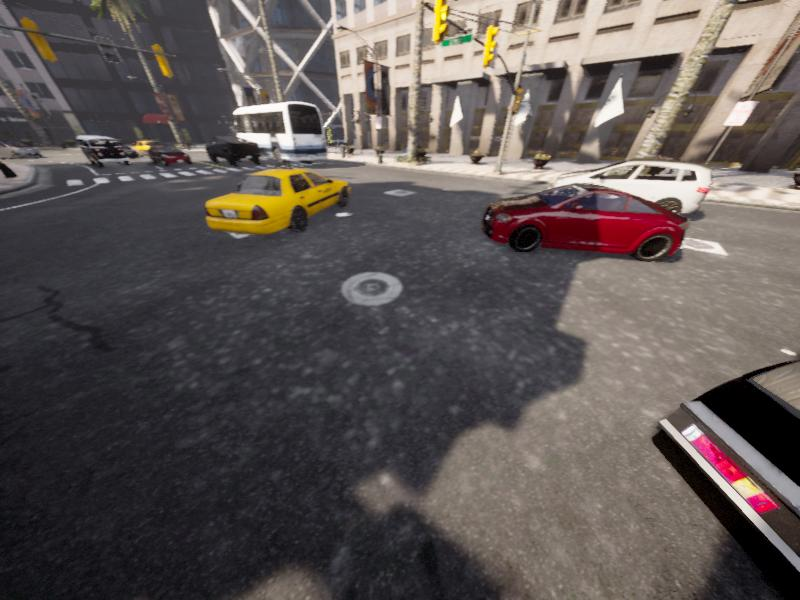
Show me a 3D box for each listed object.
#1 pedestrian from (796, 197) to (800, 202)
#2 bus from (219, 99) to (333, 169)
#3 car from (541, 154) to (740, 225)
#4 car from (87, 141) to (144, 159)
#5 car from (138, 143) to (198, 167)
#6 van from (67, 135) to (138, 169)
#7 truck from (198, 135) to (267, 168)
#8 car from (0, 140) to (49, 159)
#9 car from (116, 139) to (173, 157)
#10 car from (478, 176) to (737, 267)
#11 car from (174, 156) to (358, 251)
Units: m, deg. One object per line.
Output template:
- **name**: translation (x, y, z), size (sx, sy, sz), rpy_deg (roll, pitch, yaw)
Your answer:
- **pedestrian**: translation (16.941, -4.417, 8.965), size (0.751, 1.300, 0.751), rpy_deg (8, 36, 10)
- **bus**: translation (-11.241, -14.890, 20.956), size (10.273, 4.253, 3.944), rpy_deg (25, 42, 30)
- **car**: translation (8.493, -4.460, 8.873), size (4.611, 1.667, 2.242), rpy_deg (26, 43, 31)
- **car**: translation (-30.020, -15.886, 24.431), size (3.806, 1.475, 1.970), rpy_deg (11, 37, 14)
- **car**: translation (-20.224, -12.721, 20.149), size (4.792, 1.488, 2.163), rpy_deg (23, 41, 28)
- **van**: translation (-23.819, -11.954, 18.529), size (4.480, 2.038, 2.069), rpy_deg (21, 40, 26)
- **truck**: translation (-14.855, -13.223, 20.412), size (6.274, 2.098, 2.390), rpy_deg (26, 42, 30)
- **car**: translation (-38.406, -14.962, 22.948), size (3.633, 1.501, 1.845), rpy_deg (2, 35, 2)
- **car**: translation (-30.318, -18.135, 27.493), size (5.366, 1.575, 1.801), rpy_deg (11, 37, 14)
- **car**: translation (4.311, -2.100, 5.750), size (4.181, 1.385, 1.994), rpy_deg (7, 36, 8)
- **car**: translation (-3.277, -3.419, 7.290), size (1.801, 1.575, 5.366), rpy_deg (8, 36, 11)
